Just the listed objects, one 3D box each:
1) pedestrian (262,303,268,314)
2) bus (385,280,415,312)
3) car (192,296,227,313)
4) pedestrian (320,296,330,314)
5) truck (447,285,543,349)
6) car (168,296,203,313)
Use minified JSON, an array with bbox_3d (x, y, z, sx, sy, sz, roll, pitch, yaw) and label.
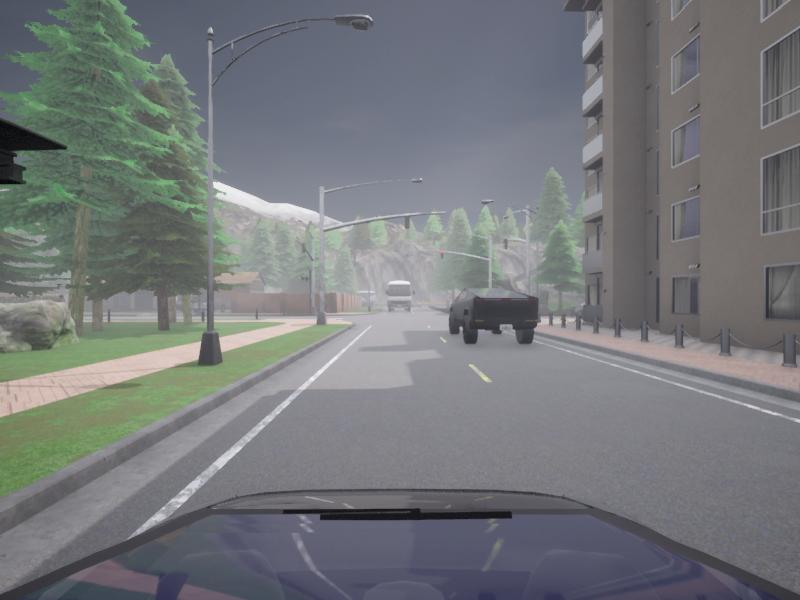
[{"bbox_3d":[-14.017,0.856,41.573,0.500,1.100,0.500,0,0,-3],"label":"pedestrian"},{"bbox_3d":[0.035,-0.534,57.845,3.944,4.253,10.273,0,0,0],"label":"bus"},{"bbox_3d":[-21.587,0.503,45.523,1.932,1.855,4.605,0,0,-1],"label":"car"},{"bbox_3d":[-7.833,0.478,41.897,0.751,1.860,0.751,0,0,-43],"label":"pedestrian"},{"bbox_3d":[3.475,0.542,16.195,2.390,2.098,6.274,0,0,0],"label":"truck"},{"bbox_3d":[-24.091,0.505,45.073,1.905,1.878,3.866,0,0,-1],"label":"car"}]
